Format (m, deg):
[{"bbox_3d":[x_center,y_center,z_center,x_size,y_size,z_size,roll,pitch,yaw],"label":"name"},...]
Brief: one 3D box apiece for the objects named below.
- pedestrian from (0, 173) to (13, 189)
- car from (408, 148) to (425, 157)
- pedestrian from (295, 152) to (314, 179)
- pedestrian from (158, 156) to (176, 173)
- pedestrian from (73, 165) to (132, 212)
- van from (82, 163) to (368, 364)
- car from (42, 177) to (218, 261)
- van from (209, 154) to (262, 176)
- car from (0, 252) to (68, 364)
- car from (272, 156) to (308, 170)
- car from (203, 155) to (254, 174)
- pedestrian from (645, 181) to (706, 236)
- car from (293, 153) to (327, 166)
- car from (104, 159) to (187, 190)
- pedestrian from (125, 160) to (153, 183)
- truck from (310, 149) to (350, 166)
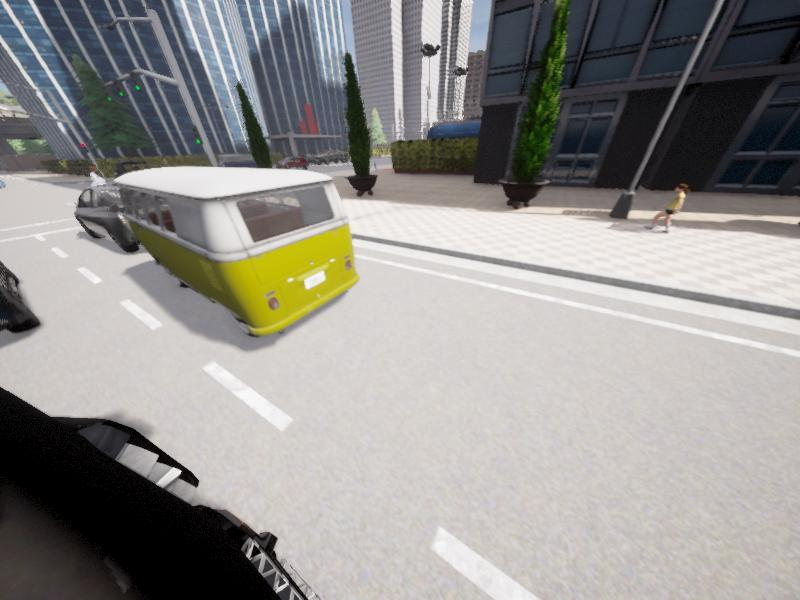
[{"bbox_3d":[-37.479,-11.395,21.412,0.751,1.860,0.751,17,38,27],"label":"pedestrian"},{"bbox_3d":[3.960,-35.264,55.242,2.242,1.667,4.611,16,37,25],"label":"car"},{"bbox_3d":[-7.809,-11.042,18.948,0.751,1.860,0.751,15,37,23],"label":"pedestrian"},{"bbox_3d":[-30.218,-17.510,29.938,0.751,1.860,0.751,16,38,26],"label":"pedestrian"},{"bbox_3d":[-13.629,-5.131,10.647,0.751,1.860,0.751,15,37,24],"label":"pedestrian"},{"bbox_3d":[-2.919,-1.110,3.924,4.442,1.987,1.775,19,39,29],"label":"van"},{"bbox_3d":[-8.096,-2.671,6.980,4.514,1.525,2.007,17,38,26],"label":"car"},{"bbox_3d":[-19.346,-16.136,27.468,1.775,1.987,4.442,16,38,25],"label":"van"},{"bbox_3d":[-7.297,-0.188,3.197,4.514,1.525,2.007,17,38,26],"label":"car"},{"bbox_3d":[-15.624,-19.613,32.958,1.816,1.474,4.193,16,38,25],"label":"car"},{"bbox_3d":[-21.876,-17.477,29.726,1.932,1.855,4.605,16,38,25],"label":"car"},{"bbox_3d":[6.500,-2.177,5.486,0.500,1.100,0.500,-30,42,-35],"label":"pedestrian"},{"bbox_3d":[-15.198,-24.000,39.405,2.152,1.651,5.027,16,38,25],"label":"car"},{"bbox_3d":[-20.985,-10.565,19.256,1.905,1.878,3.866,16,38,25],"label":"car"},{"bbox_3d":[-24.345,-12.009,21.603,0.751,1.860,0.751,7,35,13],"label":"pedestrian"},{"bbox_3d":[-11.508,-23.981,38.741,2.390,2.098,6.274,16,38,25],"label":"truck"}]
